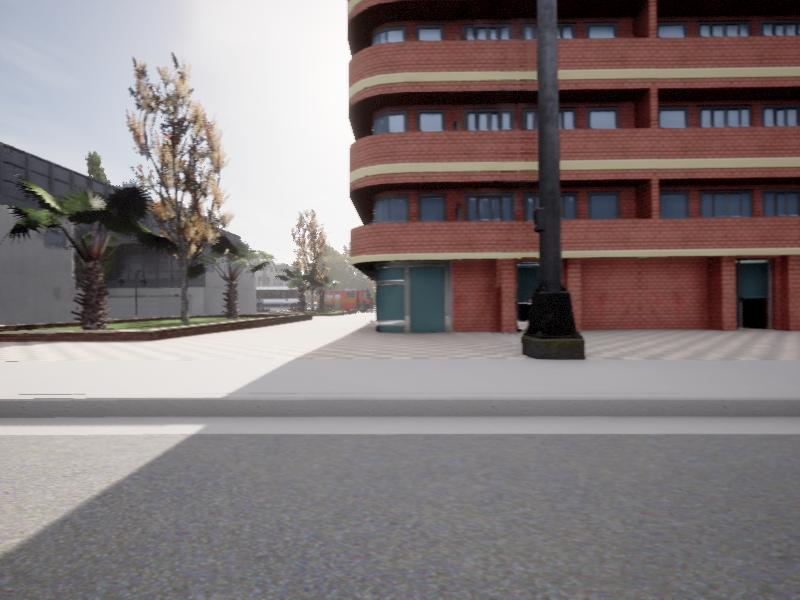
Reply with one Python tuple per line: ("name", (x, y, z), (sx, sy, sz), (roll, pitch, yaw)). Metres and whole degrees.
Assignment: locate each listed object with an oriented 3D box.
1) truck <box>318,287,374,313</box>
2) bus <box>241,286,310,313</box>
("truck", (-8.415, -0.037, 62.952), (8.468, 3.827, 2.891), (-1, 0, 0))
("bus", (-20.543, -0.077, 66.519), (10.273, 4.253, 3.944), (-1, 0, 0))
